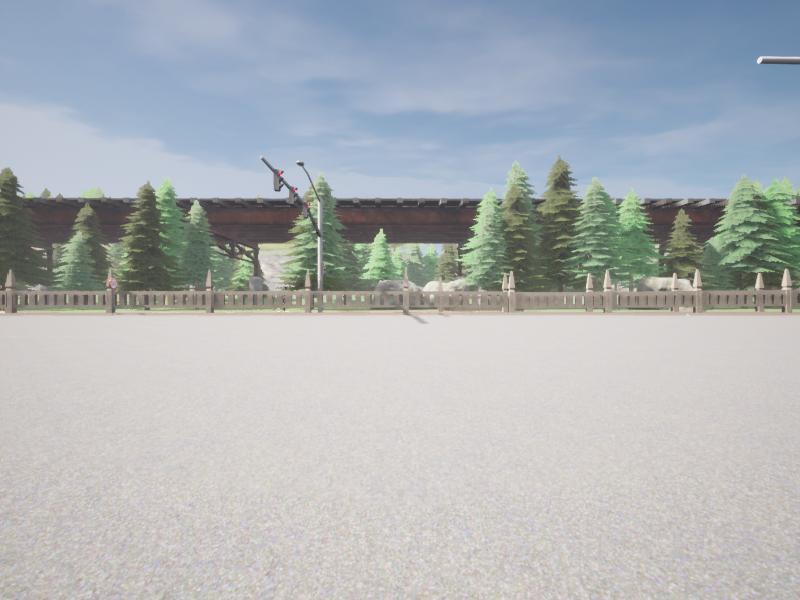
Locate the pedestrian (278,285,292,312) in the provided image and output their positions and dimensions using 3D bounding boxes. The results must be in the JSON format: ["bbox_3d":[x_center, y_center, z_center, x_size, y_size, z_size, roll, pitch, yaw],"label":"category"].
[{"bbox_3d":[-8.113,-0.115,28.281,0.751,1.860,0.751,0,0,1],"label":"pedestrian"}]

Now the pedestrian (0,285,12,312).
[{"bbox_3d":[-27.737,-0.115,27.825,0.751,1.860,0.751,0,0,-1],"label":"pedestrian"}]
